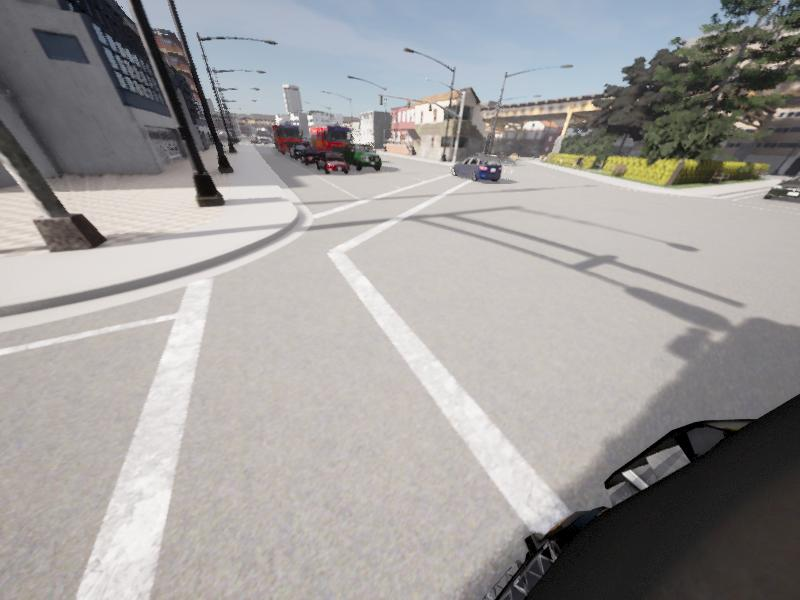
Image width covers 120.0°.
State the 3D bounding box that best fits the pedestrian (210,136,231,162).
[{"bbox_3d":[-16.067,-13.526,20.715,0.751,1.860,0.751,30,42,34],"label":"pedestrian"}]

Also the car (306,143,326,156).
[{"bbox_3d":[-12.985,-23.173,35.497,1.812,1.442,4.674,-15,39,-25],"label":"car"}]

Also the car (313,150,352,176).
[{"bbox_3d":[-5.497,-11.151,18.681,1.816,1.474,4.193,-15,38,-25],"label":"car"}]

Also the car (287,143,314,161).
[{"bbox_3d":[-12.326,-18.333,28.564,2.038,1.542,4.974,-15,39,-25],"label":"car"}]

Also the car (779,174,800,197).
[{"bbox_3d":[34.464,-9.470,19.186,4.792,1.488,2.163,-15,38,-25],"label":"car"}]

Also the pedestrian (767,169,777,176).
[{"bbox_3d":[72.126,-24.784,44.768,0.500,1.100,0.500,-14,37,-23],"label":"pedestrian"}]

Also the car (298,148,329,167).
[{"bbox_3d":[-8.960,-14.692,23.733,1.994,1.385,4.181,-15,38,-24],"label":"car"}]

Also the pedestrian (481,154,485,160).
[{"bbox_3d":[17.365,-29.919,48.376,0.500,1.100,0.500,12,35,14],"label":"pedestrian"}]

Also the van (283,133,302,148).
[{"bbox_3d":[-23.573,-34.935,50.511,2.351,2.431,6.366,-15,38,-25],"label":"van"}]

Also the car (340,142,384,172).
[{"bbox_3d":[-3.677,-13.582,21.895,2.150,2.045,5.566,-16,38,-25],"label":"car"}]

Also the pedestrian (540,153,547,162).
[{"bbox_3d":[33.809,-33.699,54.547,0.751,1.860,0.751,14,35,15],"label":"pedestrian"}]

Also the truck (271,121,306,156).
[{"bbox_3d":[-16.612,-23.941,34.177,2.891,3.827,8.468,-15,39,-25],"label":"truck"}]

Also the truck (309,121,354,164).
[{"bbox_3d":[-8.644,-19.628,28.737,2.891,3.827,8.468,-15,39,-25],"label":"truck"}]

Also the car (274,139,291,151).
[{"bbox_3d":[-20.924,-27.548,40.995,1.994,1.385,4.181,-16,40,-26],"label":"car"}]

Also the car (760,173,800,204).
[{"bbox_3d":[28.383,-7.884,16.254,5.027,1.651,2.152,-15,38,-24],"label":"car"}]

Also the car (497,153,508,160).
[{"bbox_3d":[27.310,-38.296,61.562,1.970,1.475,3.806,12,35,13],"label":"car"}]

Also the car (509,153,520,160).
[{"bbox_3d":[31.803,-40.028,64.378,1.801,1.575,5.366,11,35,12],"label":"car"}]

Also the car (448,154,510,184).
[{"bbox_3d":[6.165,-10.763,18.840,2.242,1.667,4.611,-9,36,-18],"label":"car"}]

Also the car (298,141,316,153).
[{"bbox_3d":[-16.031,-26.456,39.819,1.816,1.474,4.193,-15,40,-25],"label":"car"}]

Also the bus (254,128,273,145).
[{"bbox_3d":[-44.742,-53.403,75.656,3.944,4.253,10.273,-15,37,-25],"label":"bus"}]
